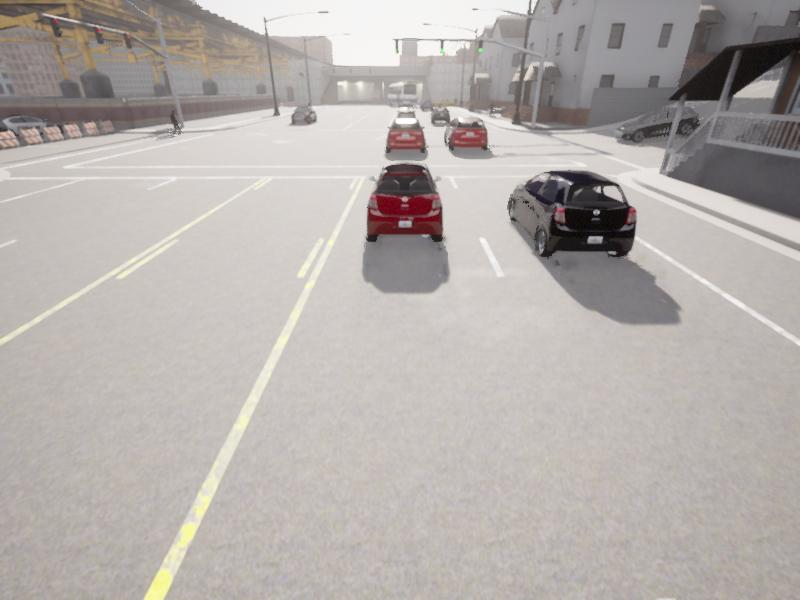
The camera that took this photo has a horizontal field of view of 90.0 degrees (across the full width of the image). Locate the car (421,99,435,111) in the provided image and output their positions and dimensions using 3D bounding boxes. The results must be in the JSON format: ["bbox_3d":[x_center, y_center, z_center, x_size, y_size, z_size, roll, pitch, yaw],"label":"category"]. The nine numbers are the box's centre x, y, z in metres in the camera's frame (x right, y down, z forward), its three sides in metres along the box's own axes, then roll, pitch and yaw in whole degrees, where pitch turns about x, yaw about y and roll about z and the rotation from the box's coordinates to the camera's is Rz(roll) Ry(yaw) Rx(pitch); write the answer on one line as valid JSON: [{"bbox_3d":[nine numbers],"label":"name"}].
[{"bbox_3d":[4.571,-32.420,66.544,2.033,1.649,4.856,0,28,1],"label":"car"}]

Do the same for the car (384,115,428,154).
[{"bbox_3d":[0.341,-9.512,22.800,2.242,1.667,4.611,0,28,1],"label":"car"}]

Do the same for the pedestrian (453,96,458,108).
[{"bbox_3d":[10.201,-36.296,73.311,0.751,1.860,0.751,4,28,8],"label":"pedestrian"}]

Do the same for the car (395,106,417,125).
[{"bbox_3d":[0.644,-18.953,40.991,2.128,1.511,4.902,0,28,1],"label":"car"}]

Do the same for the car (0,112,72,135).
[{"bbox_3d":[-26.821,-12.680,28.698,1.853,1.218,4.536,15,31,26],"label":"car"}]

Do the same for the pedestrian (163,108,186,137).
[{"bbox_3d":[-16.475,-13.018,29.299,0.751,1.860,0.751,10,29,19],"label":"pedestrian"}]

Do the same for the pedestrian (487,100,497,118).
[{"bbox_3d":[10.661,-22.278,46.541,0.751,1.860,0.751,-5,28,-9],"label":"pedestrian"}]

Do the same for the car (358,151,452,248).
[{"bbox_3d":[0.125,-2.609,9.763,1.845,1.501,3.633,0,28,1],"label":"car"}]

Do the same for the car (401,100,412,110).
[{"bbox_3d":[1.164,-35.182,72.088,2.033,1.411,5.357,0,28,1],"label":"car"}]

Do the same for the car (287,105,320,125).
[{"bbox_3d":[-9.851,-19.150,41.285,2.033,1.649,4.856,0,28,1],"label":"car"}]

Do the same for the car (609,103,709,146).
[{"bbox_3d":[16.547,-11.350,25.809,4.856,1.649,2.033,-8,27,4],"label":"car"}]

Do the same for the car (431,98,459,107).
[{"bbox_3d":[9.422,-41.313,83.636,5.366,1.575,1.801,-9,29,-12],"label":"car"}]

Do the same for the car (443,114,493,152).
[{"bbox_3d":[3.856,-9.951,23.625,2.242,1.667,4.611,0,28,1],"label":"car"}]

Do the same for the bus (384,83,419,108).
[{"bbox_3d":[0.215,-42.439,82.877,3.944,4.253,10.273,-9,29,-17],"label":"bus"}]

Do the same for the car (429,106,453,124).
[{"bbox_3d":[4.148,-19.079,41.199,2.007,1.525,4.514,0,28,1],"label":"car"}]

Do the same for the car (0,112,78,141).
[{"bbox_3d":[-26.796,-12.561,28.811,2.038,1.542,4.974,15,31,26],"label":"car"}]

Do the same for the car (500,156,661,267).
[{"bbox_3d":[3.611,-2.145,8.862,1.845,1.501,3.633,0,28,1],"label":"car"}]
